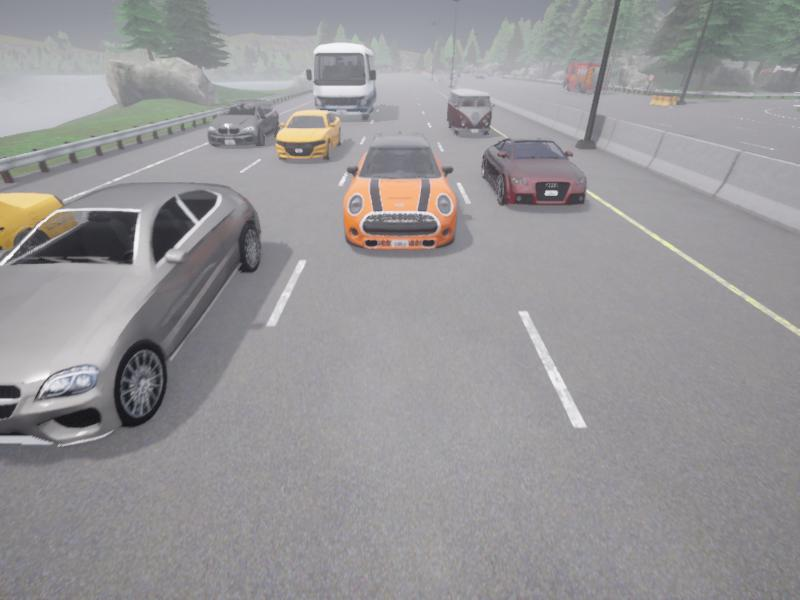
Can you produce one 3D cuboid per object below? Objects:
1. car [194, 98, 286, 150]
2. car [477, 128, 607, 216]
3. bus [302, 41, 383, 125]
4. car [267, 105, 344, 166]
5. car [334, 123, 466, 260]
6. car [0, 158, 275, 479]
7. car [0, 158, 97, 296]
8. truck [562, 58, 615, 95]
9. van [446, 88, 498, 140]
[{"bbox_3d":[-6.998,-8.096,18.189,2.242,1.667,4.611,0,30,0],"label":"car"},{"bbox_3d":[3.505,-3.631,10.856,1.994,1.385,4.181,0,30,0],"label":"car"},{"bbox_3d":[-3.376,-14.964,27.374,3.944,4.253,10.273,0,31,0],"label":"bus"},{"bbox_3d":[-3.497,-6.655,15.856,1.882,1.535,5.008,0,30,0],"label":"car"},{"bbox_3d":[0.002,-2.638,8.736,2.097,1.767,4.553,0,30,0],"label":"car"},{"bbox_3d":[-3.496,-0.456,5.168,2.152,1.651,5.027,0,31,0],"label":"car"},{"bbox_3d":[-6.998,-0.527,5.331,1.801,1.575,5.366,0,30,0],"label":"car"},{"bbox_3d":[24.304,-29.250,52.242,2.891,3.827,8.468,1,30,2],"label":"truck"},{"bbox_3d":[3.504,-9.558,20.379,1.775,1.987,4.442,0,30,0],"label":"van"}]
